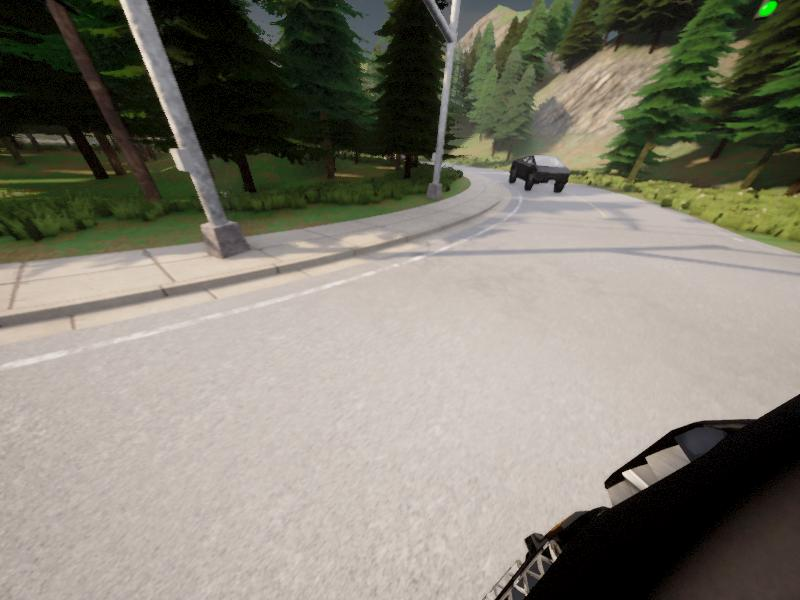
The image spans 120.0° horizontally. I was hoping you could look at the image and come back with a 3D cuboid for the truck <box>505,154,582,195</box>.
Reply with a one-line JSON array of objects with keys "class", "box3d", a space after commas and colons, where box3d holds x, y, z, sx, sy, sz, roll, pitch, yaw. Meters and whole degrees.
[{"class": "truck", "box3d": [10.090, -9.480, 17.091, 2.390, 2.098, 6.274, 6, 34, 5]}]
